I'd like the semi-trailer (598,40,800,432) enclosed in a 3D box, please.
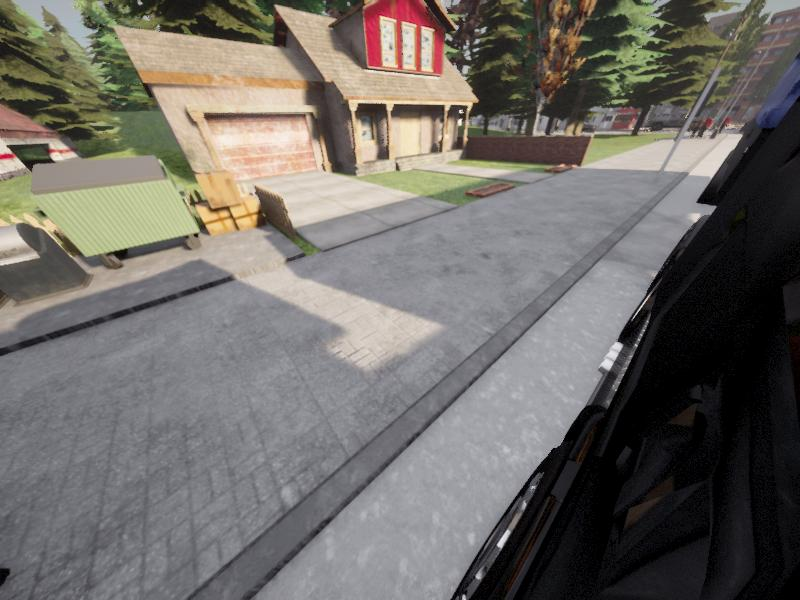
[{"bbox_3d":[8.692,-3.617,4.222,14.254,4.402,2.717,-28,44,-30],"label":"semi-trailer"}]

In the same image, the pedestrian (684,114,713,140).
[{"bbox_3d":[27.969,-16.214,21.678,0.751,1.860,0.751,-23,41,-25],"label":"pedestrian"}]

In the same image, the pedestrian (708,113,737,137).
[{"bbox_3d":[32.575,-17.704,23.363,0.751,1.860,0.751,-18,39,-19],"label":"pedestrian"}]

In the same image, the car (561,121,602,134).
[{"bbox_3d":[32.007,-30.474,40.831,2.152,1.651,5.027,-28,44,-30],"label":"car"}]

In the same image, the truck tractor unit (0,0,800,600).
[{"bbox_3d":[2.645,-0.295,0.351,6.516,4.208,3.053,-28,44,-30],"label":"truck tractor unit"}]

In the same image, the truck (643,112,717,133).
[{"bbox_3d":[39.774,-25.352,33.105,2.390,2.098,6.274,-28,43,-30],"label":"truck"}]

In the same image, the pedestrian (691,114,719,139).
[{"bbox_3d":[28.641,-16.277,21.717,0.751,1.860,0.751,-23,41,-25],"label":"pedestrian"}]
